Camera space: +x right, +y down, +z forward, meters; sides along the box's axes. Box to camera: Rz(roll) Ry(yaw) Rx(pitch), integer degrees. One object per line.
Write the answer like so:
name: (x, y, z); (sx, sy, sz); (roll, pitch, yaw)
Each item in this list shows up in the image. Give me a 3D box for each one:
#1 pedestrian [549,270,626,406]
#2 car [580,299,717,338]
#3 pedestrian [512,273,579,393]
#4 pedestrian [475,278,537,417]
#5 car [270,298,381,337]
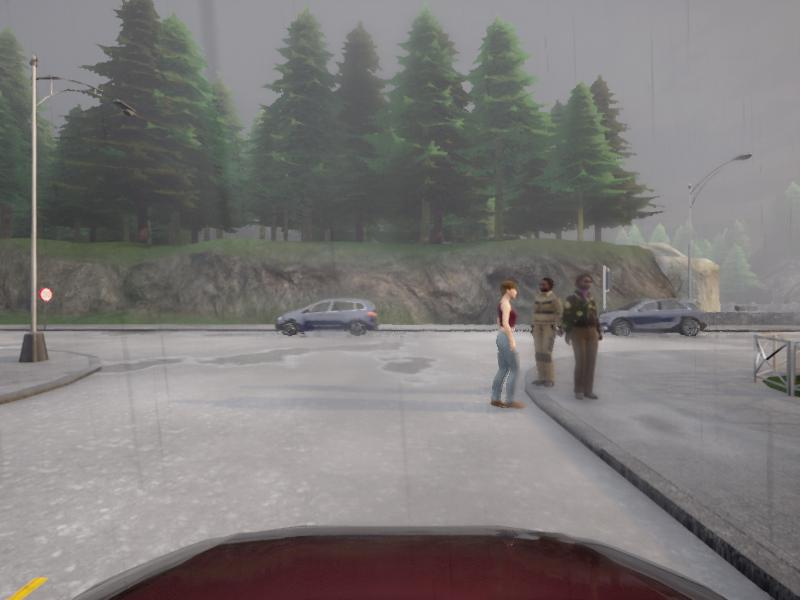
pedestrian: (2.717, 0.516, 5.872); (0.751, 1.860, 0.751); (0, 0, -3)
car: (10.936, 0.778, 17.899); (4.856, 1.649, 2.033); (0, 0, 0)
pedestrian: (2.445, 0.517, 6.754); (0.751, 1.860, 0.751); (0, 0, -31)
pedestrian: (1.493, 0.638, 5.764); (0.751, 1.860, 0.751); (0, 0, 5)
car: (-3.241, 0.757, 18.154); (4.611, 1.667, 2.242); (0, 0, 1)
